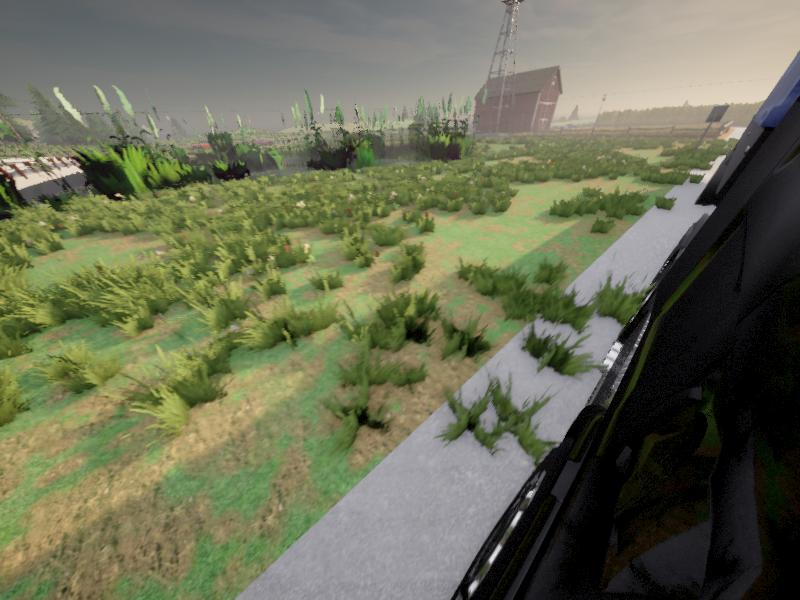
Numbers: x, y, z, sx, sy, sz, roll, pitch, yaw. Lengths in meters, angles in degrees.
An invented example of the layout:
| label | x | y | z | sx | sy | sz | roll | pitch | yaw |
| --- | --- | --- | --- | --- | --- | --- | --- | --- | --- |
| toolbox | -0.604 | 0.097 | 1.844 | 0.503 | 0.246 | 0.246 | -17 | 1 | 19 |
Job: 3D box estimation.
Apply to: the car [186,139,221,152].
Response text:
| label | x | y | z | sx | sy | sz | roll | pitch | yaw |
| --- | --- | --- | --- | --- | --- | --- | --- | --- | --- |
| car | -36.829 | -29.129 | 43.425 | 4.553 | 1.767 | 2.097 | -23 | 41 | -25 |

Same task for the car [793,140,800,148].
| label | x | y | z | sx | sy | sz | roll | pitch | yaw |
| --- | --- | --- | --- | --- | --- | --- | --- | --- | --- |
| car | 30.166 | -10.428 | 14.796 | 1.895 | 1.301 | 4.718 | -6 | 37 | -5 |

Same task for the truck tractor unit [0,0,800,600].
| label | x | y | z | sx | sy | sz | roll | pitch | yaw |
| --- | --- | --- | --- | --- | --- | --- | --- | --- | --- |
| truck tractor unit | 2.645 | -0.295 | 0.351 | 6.516 | 4.208 | 3.053 | -28 | 44 | -30 |

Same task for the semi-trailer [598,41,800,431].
| label | x | y | z | sx | sy | sz | roll | pitch | yaw |
| --- | --- | --- | --- | --- | --- | --- | --- | --- | --- |
| semi-trailer | 8.694 | -3.591 | 4.257 | 14.254 | 4.402 | 2.717 | -28 | 44 | -30 |
